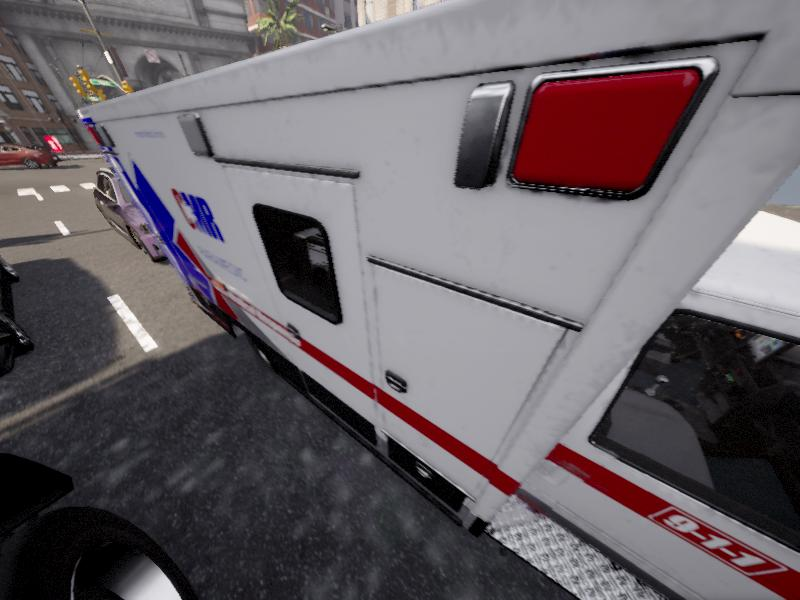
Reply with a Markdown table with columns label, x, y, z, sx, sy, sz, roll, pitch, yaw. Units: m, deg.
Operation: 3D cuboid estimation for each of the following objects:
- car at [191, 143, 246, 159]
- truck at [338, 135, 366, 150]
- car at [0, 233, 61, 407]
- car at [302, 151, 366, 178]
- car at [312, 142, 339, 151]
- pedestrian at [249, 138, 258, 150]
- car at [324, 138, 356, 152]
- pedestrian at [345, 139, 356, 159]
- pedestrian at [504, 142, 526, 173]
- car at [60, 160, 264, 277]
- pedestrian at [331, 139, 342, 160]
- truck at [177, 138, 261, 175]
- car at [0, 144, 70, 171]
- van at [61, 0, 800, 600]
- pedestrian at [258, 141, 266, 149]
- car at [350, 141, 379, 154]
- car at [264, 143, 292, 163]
| label | x | y | z | sx | sy | sz | roll | pitch | yaw |
| --- | --- | --- | --- | --- | --- | --- | --- | --- | --- |
| car | -22.698 | -18.883 | 29.185 | 2.128 | 1.511 | 4.902 | 16 | 38 | 22 |
| truck | -10.053 | -33.463 | 49.142 | 2.627 | 2.467 | 5.204 | 22 | 41 | 28 |
| car | -6.611 | -0.087 | 2.770 | 5.357 | 1.411 | 2.033 | 22 | 41 | 28 |
| car | -4.723 | -9.861 | 16.665 | 4.181 | 1.385 | 1.994 | 22 | 41 | 28 |
| car | -14.339 | -29.626 | 44.552 | 1.812 | 1.442 | 4.674 | 22 | 41 | 28 |
| pedestrian | -26.517 | -28.273 | 41.862 | 0.751 | 1.860 | 0.751 | -8 | 36 | -12 |
| car | -11.075 | -28.977 | 43.136 | 2.150 | 2.045 | 5.566 | 23 | 41 | 28 |
| pedestrian | -5.605 | -17.005 | 26.058 | 0.751 | 1.860 | 0.751 | 11 | 36 | 14 |
| pedestrian | 8.281 | -10.321 | 16.697 | 0.751 | 1.860 | 0.751 | 25 | 42 | 30 |
| car | -6.034 | -2.411 | 5.865 | 4.856 | 1.649 | 2.033 | 22 | 41 | 28 |
| pedestrian | -6.811 | -16.134 | 24.813 | 0.751 | 1.860 | 0.751 | 0 | 35 | -1 |
| truck | -14.230 | -11.431 | 18.180 | 6.274 | 2.098 | 2.390 | 20 | 40 | 26 |
| car | -30.571 | -11.102 | 17.984 | 5.027 | 1.651 | 2.152 | -16 | 38 | -21 |
| van | 0.257 | -0.182 | 2.063 | 6.366 | 2.431 | 2.351 | 22 | 41 | 28 |
| pedestrian | -27.505 | -30.893 | 46.072 | 0.751 | 1.300 | 0.751 | 3 | 35 | 4 |
| car | -5.977 | -25.947 | 39.245 | 2.033 | 1.649 | 4.856 | 22 | 41 | 28 |
| car | -13.244 | -16.164 | 25.327 | 1.851 | 1.617 | 3.988 | -9 | 36 | -13 |
